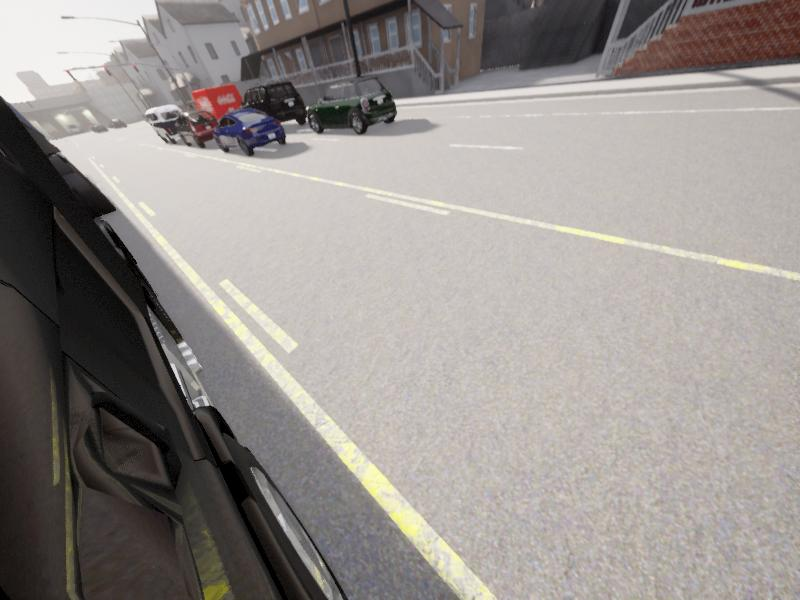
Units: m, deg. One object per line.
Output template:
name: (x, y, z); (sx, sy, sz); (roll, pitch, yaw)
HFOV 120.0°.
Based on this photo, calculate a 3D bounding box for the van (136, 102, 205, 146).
van: (-16.917, -12.958, 17.049); (4.480, 2.038, 2.069); (27, 57, 31)

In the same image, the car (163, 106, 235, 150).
car: (-12.213, -10.427, 14.011); (3.988, 1.617, 1.851); (27, 57, 31)

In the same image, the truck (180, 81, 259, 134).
truck: (-14.005, -14.783, 17.918); (5.204, 2.467, 2.627); (28, 58, 32)

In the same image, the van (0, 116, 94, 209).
van: (-16.474, -6.255, 10.279); (5.915, 2.561, 1.988); (27, 57, 31)

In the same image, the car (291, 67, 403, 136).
car: (-2.392, -8.768, 10.368); (4.553, 1.767, 2.097); (27, 57, 31)

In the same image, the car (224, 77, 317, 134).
car: (-7.927, -11.648, 14.027); (5.566, 2.045, 2.150); (27, 57, 31)

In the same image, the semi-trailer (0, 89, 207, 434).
semi-trailer: (-8.965, -3.129, 4.336); (14.254, 4.402, 2.717); (24, 56, 32)

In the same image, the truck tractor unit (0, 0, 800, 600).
truck tractor unit: (-2.645, -0.295, 0.352); (6.516, 4.208, 3.053); (27, 43, 30)

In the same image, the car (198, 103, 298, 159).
car: (-6.987, -7.701, 10.497); (4.674, 1.442, 1.812); (27, 57, 31)
